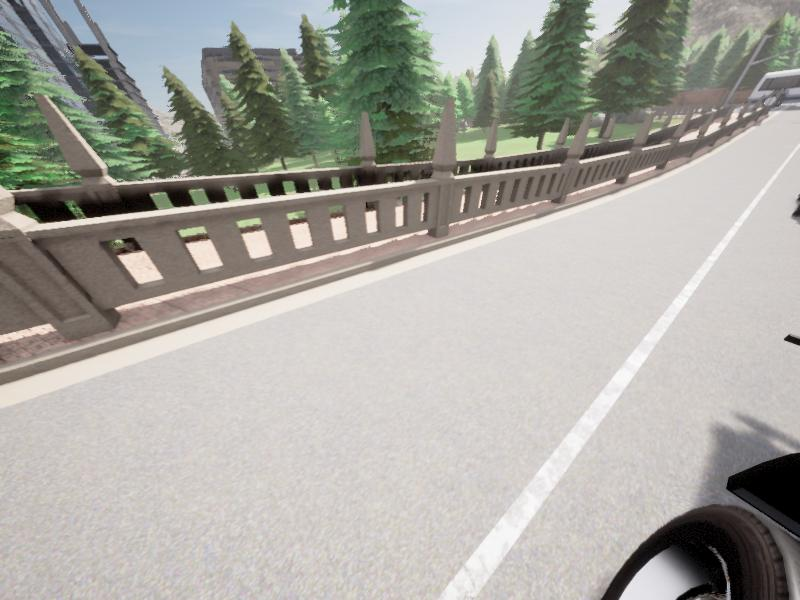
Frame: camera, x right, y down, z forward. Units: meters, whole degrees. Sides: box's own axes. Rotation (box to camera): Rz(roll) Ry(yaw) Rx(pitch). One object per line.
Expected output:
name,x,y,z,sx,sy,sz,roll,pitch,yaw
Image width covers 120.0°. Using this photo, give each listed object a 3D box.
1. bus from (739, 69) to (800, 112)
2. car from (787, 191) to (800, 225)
bus,57.194,-29.644,32.181,3.944,4.253,10.273,-32,44,-27
car,14.607,-3.536,7.242,5.366,1.575,1.801,-23,41,-27
